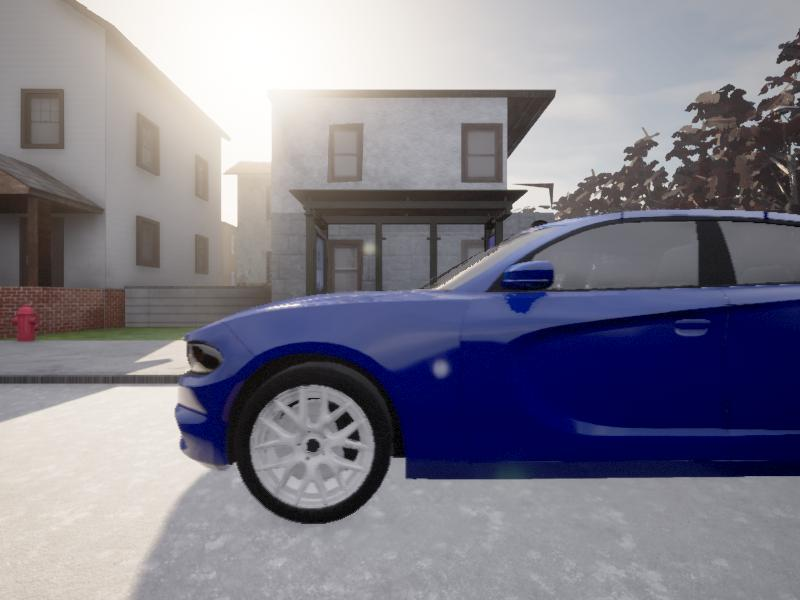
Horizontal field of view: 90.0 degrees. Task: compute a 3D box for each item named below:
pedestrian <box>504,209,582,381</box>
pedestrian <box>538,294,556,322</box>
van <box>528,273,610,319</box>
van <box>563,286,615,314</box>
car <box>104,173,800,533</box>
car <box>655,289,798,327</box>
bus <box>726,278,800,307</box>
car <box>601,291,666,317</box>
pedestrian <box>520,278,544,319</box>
[{"bbox_3d":[1.661,-0.054,4.766,0.751,1.860,0.751,0,0,9],"label":"pedestrian"},{"bbox_3d":[5.671,0.305,15.462,0.500,1.100,0.500,0,0,0],"label":"pedestrian"},{"bbox_3d":[10.047,-0.222,24.568,2.351,2.431,6.366,0,0,0],"label":"van"},{"bbox_3d":[14.274,-0.002,30.573,1.775,1.987,4.442,0,0,-2],"label":"van"},{"bbox_3d":[1.234,0.223,2.660,5.008,1.535,1.882,0,0,0],"label":"car"},{"bbox_3d":[13.945,0.295,17.673,2.033,1.411,5.357,0,0,2],"label":"car"},{"bbox_3d":[59.482,-1.133,65.392,3.944,4.253,10.273,0,0,0],"label":"bus"},{"bbox_3d":[14.194,0.227,24.567,1.845,1.501,3.633,0,0,-1],"label":"car"},{"bbox_3d":[6.034,-0.075,18.326,0.751,1.860,0.751,0,0,-10],"label":"pedestrian"}]
